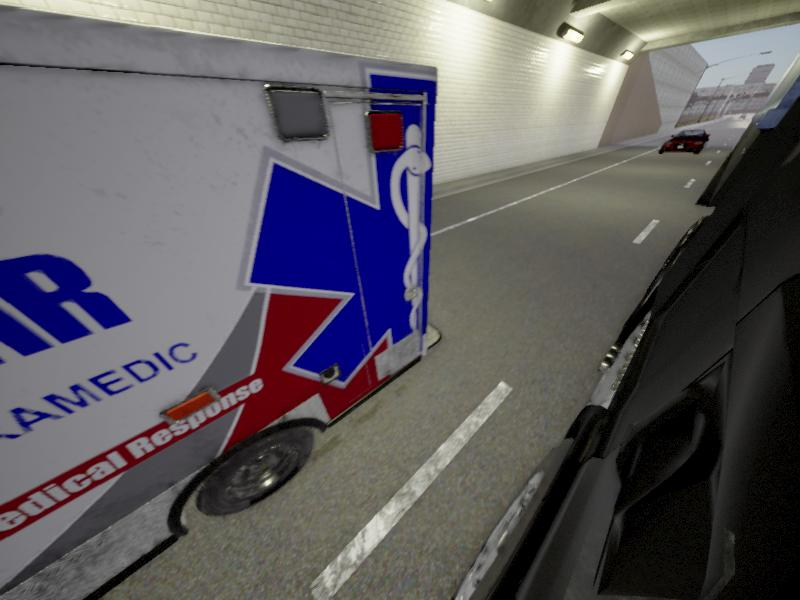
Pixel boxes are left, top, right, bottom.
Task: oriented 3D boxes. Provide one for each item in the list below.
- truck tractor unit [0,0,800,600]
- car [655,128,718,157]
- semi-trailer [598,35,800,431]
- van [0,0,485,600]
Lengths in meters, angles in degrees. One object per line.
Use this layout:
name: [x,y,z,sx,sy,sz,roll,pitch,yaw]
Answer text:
truck tractor unit: [2.645,-0.295,0.351,6.516,4.208,3.053,-28,44,-30]
car: [20.227,-11.165,16.300,4.181,1.385,1.994,-28,43,-30]
semi-trailer: [8.693,-3.597,4.251,14.254,4.402,2.717,-28,43,-30]
van: [-2.703,0.561,1.074,6.366,2.431,2.351,-28,43,-30]
